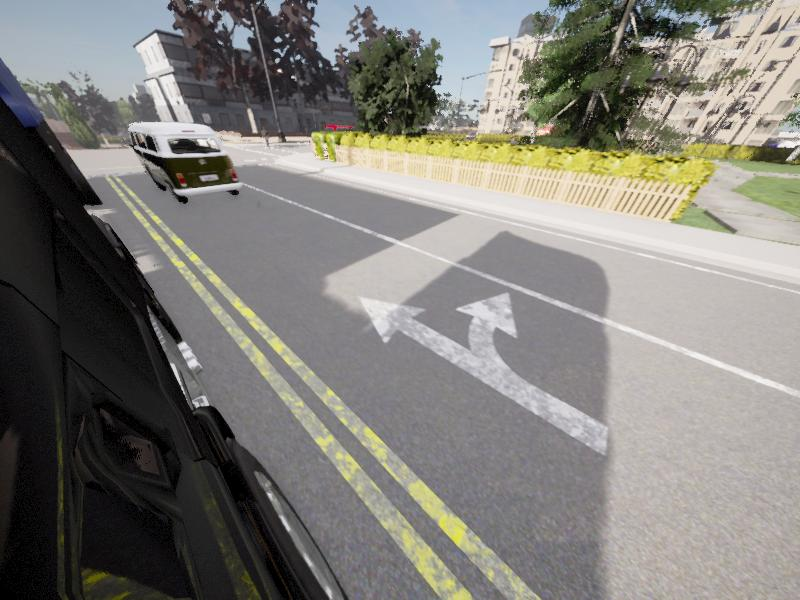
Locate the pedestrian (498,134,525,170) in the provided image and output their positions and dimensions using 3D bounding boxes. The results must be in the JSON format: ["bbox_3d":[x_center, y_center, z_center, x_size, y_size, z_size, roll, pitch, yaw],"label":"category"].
[{"bbox_3d":[7.086,-9.422,14.755,0.751,1.860,0.751,-8,38,-14],"label":"pedestrian"}]

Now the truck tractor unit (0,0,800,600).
[{"bbox_3d":[-2.645,-0.295,0.351,6.516,4.208,3.053,28,44,30],"label":"truck tractor unit"}]

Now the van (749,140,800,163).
[{"bbox_3d":[57.327,-21.698,33.790,6.366,2.431,2.351,29,44,31],"label":"van"}]

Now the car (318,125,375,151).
[{"bbox_3d":[-5.477,-17.127,24.442,2.150,2.045,5.566,30,45,31],"label":"car"}]

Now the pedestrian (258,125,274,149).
[{"bbox_3d":[-12.700,-15.512,21.995,0.751,1.860,0.751,-10,39,-16],"label":"pedestrian"}]

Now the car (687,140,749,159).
[{"bbox_3d":[51.683,-24.710,37.791,5.566,2.045,2.150,30,45,31],"label":"car"}]

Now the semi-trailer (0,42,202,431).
[{"bbox_3d":[-8.719,-3.580,4.222,14.254,4.402,2.717,28,44,30],"label":"semi-trailer"}]

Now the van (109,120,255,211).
[{"bbox_3d":[-7.355,-4.747,7.838,4.480,2.038,2.069,28,44,30],"label":"van"}]
